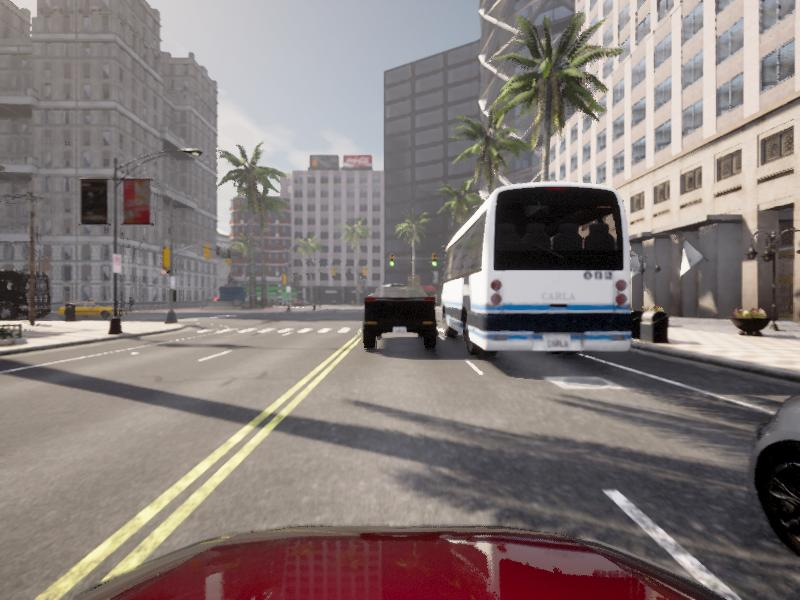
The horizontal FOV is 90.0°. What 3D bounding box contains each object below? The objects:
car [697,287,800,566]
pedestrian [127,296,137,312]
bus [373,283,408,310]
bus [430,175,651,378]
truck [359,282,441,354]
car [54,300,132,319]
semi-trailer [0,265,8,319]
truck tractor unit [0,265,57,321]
[{"bbox_3d":[3.509,0.756,0.904,2.242,1.667,4.611,0,0,0],"label":"car"},{"bbox_3d":[-32.633,0.464,48.650,0.751,1.860,0.751,0,0,-3],"label":"pedestrian"},{"bbox_3d":[-1.855,-0.567,70.677,3.944,4.253,10.273,1,0,-14],"label":"bus"},{"bbox_3d":[3.326,-0.535,13.549,3.944,4.253,10.273,0,1,1],"label":"bus"},{"bbox_3d":[-0.006,0.536,14.801,2.390,2.098,6.274,0,0,0],"label":"truck"},{"bbox_3d":[-26.660,0.786,34.861,5.366,1.575,1.801,0,0,0],"label":"car"},{"bbox_3d":[-39.703,-0.631,31.957,14.254,4.402,2.717,0,0,0],"label":"semi-trailer"},{"bbox_3d":[-31.797,-0.537,31.794,6.516,4.208,3.053,0,0,4],"label":"truck tractor unit"}]
